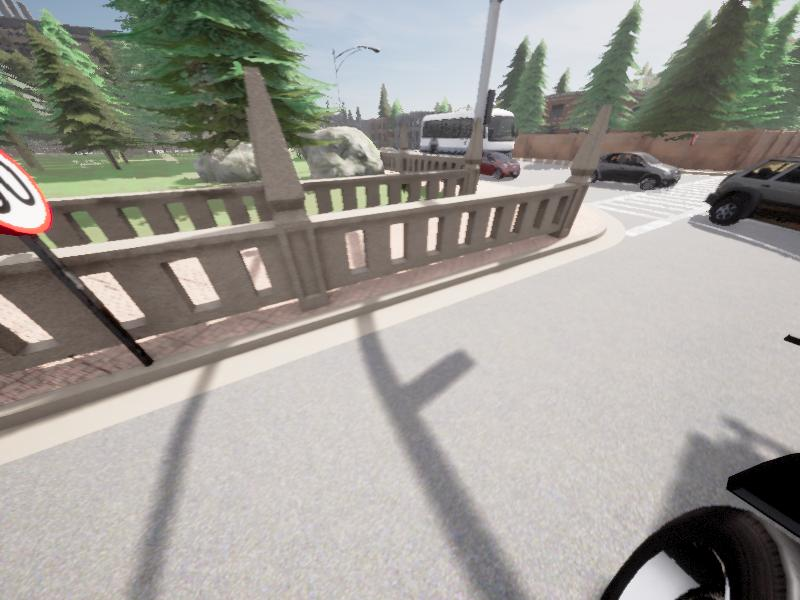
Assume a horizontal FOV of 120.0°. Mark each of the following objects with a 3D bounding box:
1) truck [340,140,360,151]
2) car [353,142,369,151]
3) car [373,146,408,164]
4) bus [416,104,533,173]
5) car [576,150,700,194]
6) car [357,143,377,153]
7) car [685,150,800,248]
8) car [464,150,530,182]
[{"bbox_3d":[-12.071,-37.123,55.526,2.390,2.098,6.274,-18,38,-23],"label":"truck"},{"bbox_3d":[-9.993,-38.951,58.533,2.152,1.651,5.027,-18,38,-23],"label":"car"},{"bbox_3d":[-1.220,-17.156,27.196,1.801,1.575,5.366,-18,38,-23],"label":"car"},{"bbox_3d":[5.958,-15.067,21.757,3.944,4.253,10.273,-18,39,-23],"label":"bus"},{"bbox_3d":[12.506,-7.074,12.523,1.851,1.617,3.988,-18,39,-24],"label":"car"},{"bbox_3d":[-6.910,-31.526,47.844,2.152,1.651,5.027,-18,38,-23],"label":"car"},{"bbox_3d":[10.600,-2.302,5.470,1.932,1.855,4.605,4,35,3],"label":"car"},{"bbox_3d":[6.388,-9.169,15.679,1.845,1.501,3.633,-18,39,-23],"label":"car"}]
